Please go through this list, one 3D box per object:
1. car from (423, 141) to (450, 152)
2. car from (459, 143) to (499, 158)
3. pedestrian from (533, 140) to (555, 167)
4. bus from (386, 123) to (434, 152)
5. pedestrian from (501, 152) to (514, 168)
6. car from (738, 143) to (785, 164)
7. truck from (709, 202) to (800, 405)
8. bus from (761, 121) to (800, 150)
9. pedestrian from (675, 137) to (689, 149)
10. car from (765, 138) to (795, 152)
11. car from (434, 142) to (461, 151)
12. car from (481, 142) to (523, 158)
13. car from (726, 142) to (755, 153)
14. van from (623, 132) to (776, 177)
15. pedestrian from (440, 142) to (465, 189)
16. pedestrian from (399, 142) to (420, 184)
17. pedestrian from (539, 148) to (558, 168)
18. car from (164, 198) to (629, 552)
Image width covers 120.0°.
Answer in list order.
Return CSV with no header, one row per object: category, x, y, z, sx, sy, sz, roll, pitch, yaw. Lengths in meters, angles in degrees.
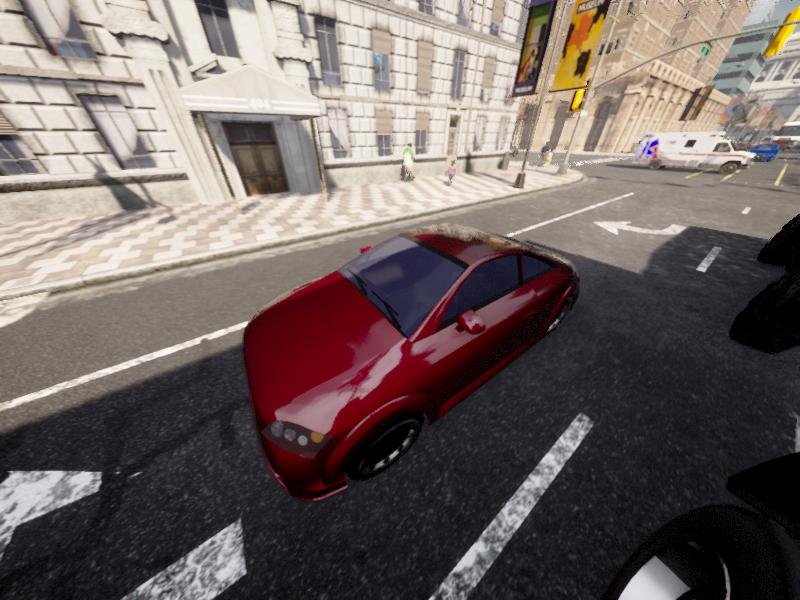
car,6.969,-29.792,44.683,1.930,1.638,5.238,-22,41,-28
car,10.392,-19.911,30.744,2.007,1.525,4.514,-22,41,-28
pedestrian,11.811,-12.034,18.966,0.751,1.860,0.751,-25,42,-31
bus,1.657,-31.824,45.340,3.944,4.253,10.273,-22,41,-28
pedestrian,8.603,-11.211,18.483,0.500,1.100,0.500,-13,37,-17
car,37.271,-15.155,23.789,5.008,1.535,1.882,-22,41,-28
truck,6.971,-0.570,2.844,6.274,2.098,2.390,-22,41,-28
bus,74.874,-31.520,44.354,10.273,4.253,3.944,-22,41,-28
pedestrian,52.537,-29.205,43.014,0.751,1.860,0.751,-18,39,-24
car,65.355,-26.746,39.728,3.866,1.878,1.905,-22,41,-28
car,9.470,-31.158,46.815,2.033,1.411,5.357,-22,40,-28
car,13.845,-20.662,31.657,2.242,1.667,4.611,-22,41,-28
car,54.535,-24.390,36.957,4.718,1.301,1.895,-22,41,-28
van,21.768,-11.075,17.346,2.351,2.431,6.366,-22,41,-28
pedestrian,2.487,-6.430,11.089,0.751,1.860,0.751,16,38,22
pedestrian,0.473,-7.303,12.342,0.751,1.860,0.751,28,44,34
pedestrian,11.847,-11.332,18.456,0.751,1.300,0.751,-30,45,-35
car,0.384,-0.049,2.787,4.181,1.385,1.994,-22,41,-28
